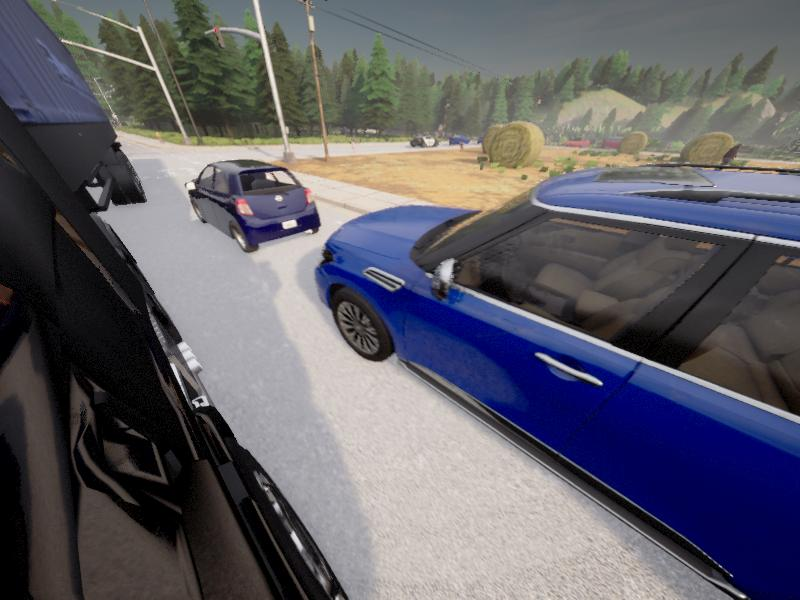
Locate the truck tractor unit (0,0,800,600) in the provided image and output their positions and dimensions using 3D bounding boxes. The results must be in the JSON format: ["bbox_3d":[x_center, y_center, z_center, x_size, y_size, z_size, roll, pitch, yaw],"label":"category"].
[{"bbox_3d":[-2.645,-0.295,0.351,6.516,4.208,3.053,28,44,30],"label":"truck tractor unit"}]

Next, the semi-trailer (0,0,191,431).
[{"bbox_3d":[-8.198,-3.873,4.705,2.717,4.402,14.254,-28,46,-34],"label":"semi-trailer"}]

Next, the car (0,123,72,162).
[{"bbox_3d":[-22.621,-9.732,14.166,4.611,1.667,2.242,28,44,30],"label":"car"}]

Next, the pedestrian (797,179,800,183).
[{"bbox_3d":[25.079,-7.825,13.510,0.751,1.860,0.751,9,37,9],"label":"pedestrian"}]

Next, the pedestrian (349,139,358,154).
[{"bbox_3d":[-4.117,-13.669,20.565,0.500,1.100,0.500,27,43,29],"label":"pedestrian"}]

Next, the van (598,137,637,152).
[{"bbox_3d":[38.418,-27.645,40.904,4.442,1.987,1.775,31,45,33],"label":"van"}]

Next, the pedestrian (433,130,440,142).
[{"bbox_3d":[6.977,-31.460,44.315,0.751,1.860,0.751,30,45,32],"label":"pedestrian"}]

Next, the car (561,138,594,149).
[{"bbox_3d":[33.953,-30.124,44.389,4.514,1.525,2.007,31,45,33],"label":"car"}]

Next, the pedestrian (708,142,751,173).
[{"bbox_3d":[24.115,-10.417,16.933,0.751,1.860,0.751,-6,38,-11],"label":"pedestrian"}]

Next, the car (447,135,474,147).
[{"bbox_3d":[10.172,-26.716,38.685,1.882,1.535,5.008,29,44,31],"label":"car"}]

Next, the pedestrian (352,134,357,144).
[{"bbox_3d":[-6.339,-22.412,32.166,0.500,1.100,0.500,15,39,17],"label":"pedestrian"}]

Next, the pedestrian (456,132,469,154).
[{"bbox_3d":[6.568,-16.525,24.258,0.751,1.860,0.751,-26,45,-32],"label":"pedestrian"}]

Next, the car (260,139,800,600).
[{"bbox_3d":[1.584,0.092,1.878,5.566,2.045,2.150,28,44,30],"label":"car"}]

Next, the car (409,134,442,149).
[{"bbox_3d":[3.650,-22.386,32.562,2.038,1.542,4.974,29,44,31],"label":"car"}]

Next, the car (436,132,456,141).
[{"bbox_3d":[11.367,-40.672,57.389,2.007,1.525,4.514,-29,47,-35],"label":"car"}]

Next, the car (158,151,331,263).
[{"bbox_3d":[-3.610,-2.438,5.432,3.633,1.501,1.845,28,43,30],"label":"car"}]
